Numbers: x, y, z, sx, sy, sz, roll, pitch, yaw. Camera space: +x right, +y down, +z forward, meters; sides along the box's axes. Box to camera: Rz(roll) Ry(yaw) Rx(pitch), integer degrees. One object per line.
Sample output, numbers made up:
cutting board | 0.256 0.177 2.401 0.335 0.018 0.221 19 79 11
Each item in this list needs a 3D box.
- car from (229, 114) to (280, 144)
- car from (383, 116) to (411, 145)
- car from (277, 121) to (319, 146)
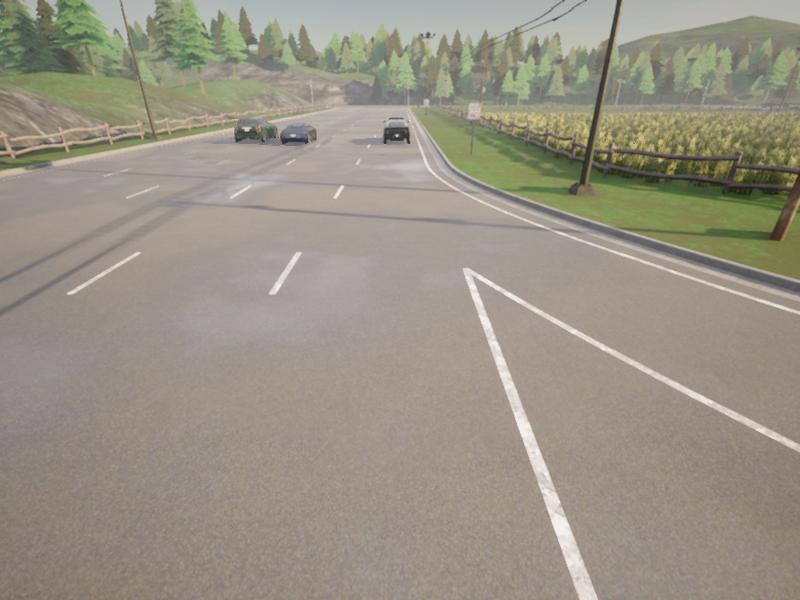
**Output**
car | -10.874 -13.025 30.313 2.097 1.767 4.553 0 27 0
car | -0.265 -12.753 29.931 1.930 1.638 5.238 -1 27 -1
car | -7.376 -12.302 29.356 1.994 1.385 4.181 0 27 0
